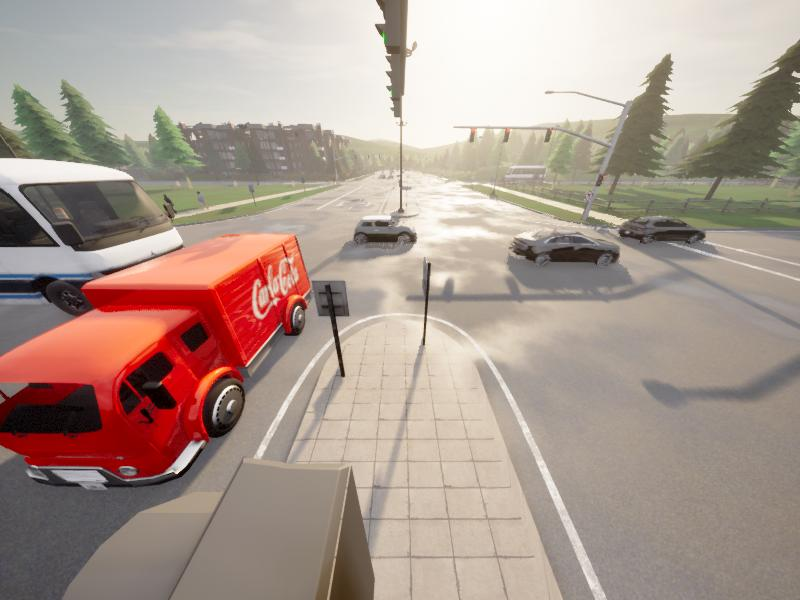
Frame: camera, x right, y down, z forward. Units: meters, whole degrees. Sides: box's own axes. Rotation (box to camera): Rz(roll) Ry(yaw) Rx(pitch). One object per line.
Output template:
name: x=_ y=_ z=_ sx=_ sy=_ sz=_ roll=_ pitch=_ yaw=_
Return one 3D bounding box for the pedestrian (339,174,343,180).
pedestrian: x=-19.596 y=-40.806 z=76.569 sx=0.751 sy=1.860 sz=0.751 roll=0 pitch=30 yaw=1

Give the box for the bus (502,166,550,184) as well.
bus: x=34.340 y=-34.393 z=63.423 sx=10.273 sy=4.253 sz=3.944 roll=0 pitch=30 yaw=0

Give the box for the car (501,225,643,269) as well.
car: x=7.876 y=-2.609 z=11.112 sx=4.902 sy=1.511 sz=2.128 roll=0 pitch=30 yaw=0

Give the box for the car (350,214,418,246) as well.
car: x=-0.885 y=-4.328 z=14.125 sx=3.806 sy=1.475 sz=1.970 roll=0 pitch=30 yaw=0

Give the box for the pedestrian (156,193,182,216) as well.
pedestrian: x=-20.602 y=-8.524 z=20.656 sx=0.751 sy=1.860 sz=0.751 roll=2 pitch=30 yaw=4

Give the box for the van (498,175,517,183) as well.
van: x=31.245 y=-35.221 z=67.125 sx=4.442 sy=1.987 sz=1.775 roll=0 pitch=30 yaw=0

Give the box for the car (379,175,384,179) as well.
car: x=-7.042 y=-47.125 z=88.422 sx=1.895 sy=1.301 sz=4.718 roll=0 pitch=30 yaw=0

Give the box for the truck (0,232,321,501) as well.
truck: x=-3.995 y=0.440 z=4.876 sx=2.627 sy=2.467 sz=5.204 roll=0 pitch=30 yaw=1

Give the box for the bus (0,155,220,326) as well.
bus: x=-13.113 y=-2.066 z=7.434 sx=10.273 sy=4.253 sz=3.944 roll=0 pitch=30 yaw=0

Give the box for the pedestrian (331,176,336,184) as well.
pedestrian: x=-17.425 y=-31.363 z=60.520 sx=0.751 sy=1.860 sz=0.751 roll=0 pitch=30 yaw=-1

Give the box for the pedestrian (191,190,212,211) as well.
pedestrian: x=-19.858 y=-9.972 z=23.165 sx=0.751 sy=1.860 sz=0.751 roll=2 pitch=30 yaw=3

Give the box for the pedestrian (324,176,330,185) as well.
pedestrian: x=-17.604 y=-28.748 z=55.686 sx=0.751 sy=1.860 sz=0.751 roll=2 pitch=30 yaw=3

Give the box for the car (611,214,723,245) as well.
car: x=16.104 y=-4.358 z=14.178 sx=4.193 sy=1.474 sz=1.816 roll=0 pitch=30 yaw=0
